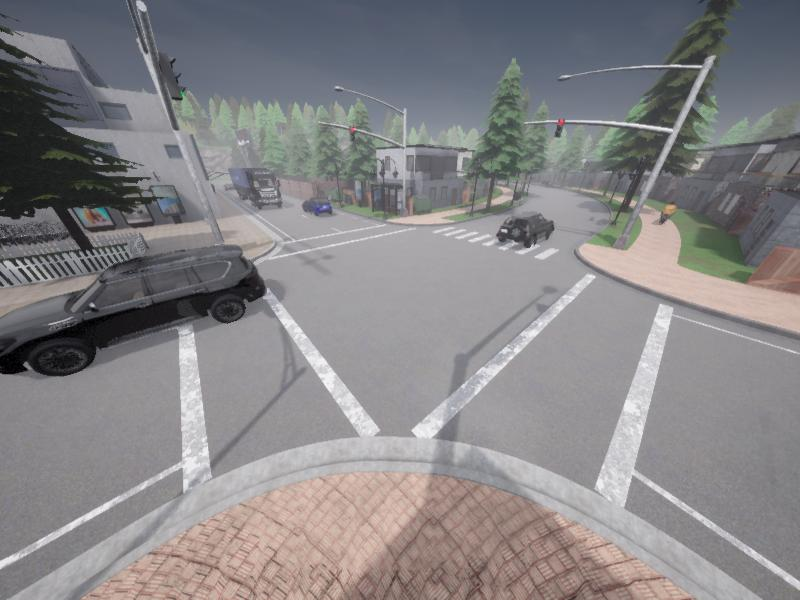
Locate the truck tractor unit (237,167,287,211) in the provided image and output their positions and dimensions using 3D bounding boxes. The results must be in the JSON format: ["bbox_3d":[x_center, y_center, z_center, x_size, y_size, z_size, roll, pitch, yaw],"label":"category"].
[{"bbox_3d":[-16.460,-13.347,27.469,3.053,4.208,6.516,-22,36,-33],"label":"truck tractor unit"}]

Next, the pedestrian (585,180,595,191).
[{"bbox_3d":[37.671,-22.746,45.723,0.751,1.860,0.751,-15,33,-24],"label":"pedestrian"}]

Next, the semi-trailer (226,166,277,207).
[{"bbox_3d":[-21.401,-16.524,32.771,2.717,4.402,14.254,-22,37,-33],"label":"semi-trailer"}]

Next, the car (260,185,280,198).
[{"bbox_3d":[-21.132,-17.635,37.562,1.789,1.549,3.705,-22,37,-33],"label":"car"}]

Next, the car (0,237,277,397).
[{"bbox_3d":[-7.134,-0.107,6.730,5.566,2.045,2.150,-23,37,-34],"label":"car"}]

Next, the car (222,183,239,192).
[{"bbox_3d":[-34.741,-23.134,47.269,1.994,1.385,4.181,-23,37,-34],"label":"car"}]

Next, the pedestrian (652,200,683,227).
[{"bbox_3d":[20.809,-6.746,18.010,0.751,1.860,0.751,-16,34,-26],"label":"pedestrian"}]

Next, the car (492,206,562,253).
[{"bbox_3d":[8.148,-4.661,14.720,4.605,1.855,1.932,-24,38,-35],"label":"car"}]

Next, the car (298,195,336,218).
[{"bbox_3d":[-8.683,-9.851,24.103,2.007,1.525,4.514,-22,37,-33],"label":"car"}]
